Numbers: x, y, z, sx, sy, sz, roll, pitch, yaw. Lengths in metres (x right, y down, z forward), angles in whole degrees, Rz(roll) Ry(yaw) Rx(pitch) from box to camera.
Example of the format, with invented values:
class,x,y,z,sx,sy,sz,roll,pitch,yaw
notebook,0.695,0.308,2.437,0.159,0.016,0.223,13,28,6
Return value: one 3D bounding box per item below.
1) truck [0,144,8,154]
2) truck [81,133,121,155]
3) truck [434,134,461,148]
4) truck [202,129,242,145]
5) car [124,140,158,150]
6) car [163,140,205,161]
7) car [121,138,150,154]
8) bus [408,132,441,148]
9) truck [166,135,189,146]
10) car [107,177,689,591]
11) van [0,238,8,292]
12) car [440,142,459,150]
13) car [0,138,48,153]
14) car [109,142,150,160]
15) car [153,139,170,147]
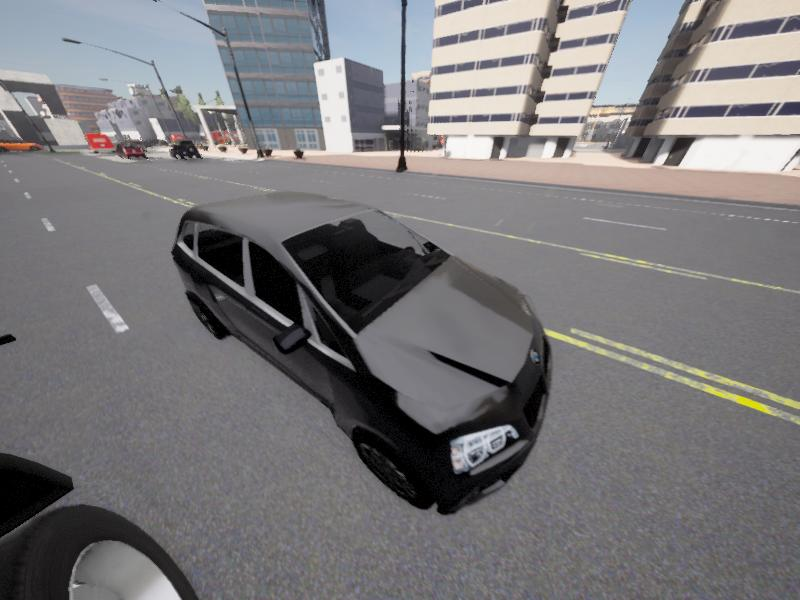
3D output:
class,x,y,z,sx,sy,sz,roll,pitch,yaw
truck,-60.772,-21.336,31.795,6.274,2.098,2.390,-23,41,-29
truck,-45.005,-23.521,34.746,5.204,2.467,2.627,28,43,32
truck,16.671,-55.975,81.276,8.468,3.827,2.891,21,40,26
truck,-55.255,-50.699,72.020,2.891,3.827,8.468,27,43,33
car,-54.761,-32.985,49.049,2.152,1.651,5.027,-6,36,-9
car,-24.621,-17.135,26.357,3.866,1.878,1.905,22,40,27
car,-41.678,-24.288,36.365,4.605,1.855,1.932,27,43,32
bus,8.227,-54.671,78.832,10.273,4.253,3.944,21,40,26
truck,-59.214,-42.458,61.467,5.204,2.467,2.627,24,42,30
car,-0.720,-0.201,2.740,4.611,1.667,2.242,22,40,27
van,-9.265,-1.291,3.935,4.442,1.987,1.775,22,40,27
car,15.445,-48.276,72.376,5.238,1.638,1.930,21,40,26
car,-59.918,-24.312,36.301,2.097,1.767,4.553,28,43,33
car,-31.271,-17.226,26.671,3.988,1.617,1.851,22,40,27
car,-61.618,-40.639,59.647,3.705,1.549,1.789,24,42,30
